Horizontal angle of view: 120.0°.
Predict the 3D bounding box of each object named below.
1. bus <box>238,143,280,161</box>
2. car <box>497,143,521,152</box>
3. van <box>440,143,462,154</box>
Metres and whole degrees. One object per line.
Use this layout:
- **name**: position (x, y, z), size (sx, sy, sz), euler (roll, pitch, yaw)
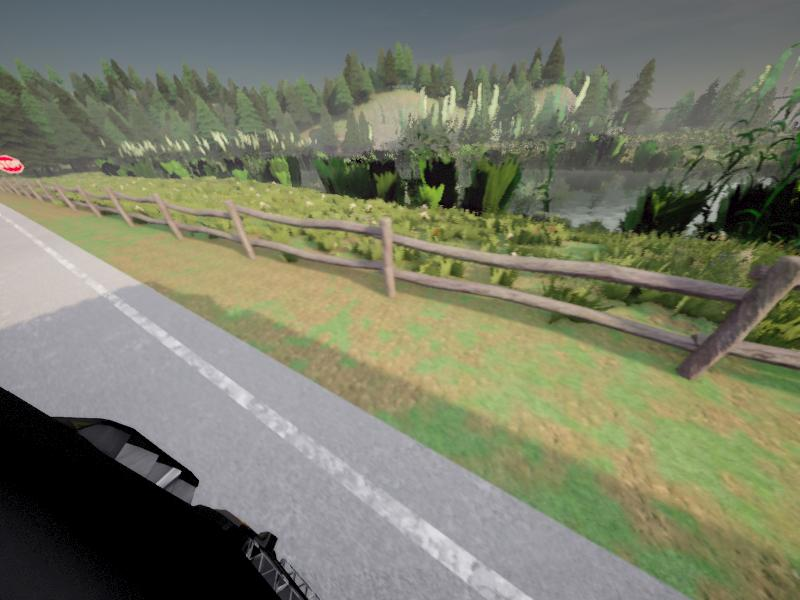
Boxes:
- **bus**: position (-42.827, -45.195, 70.475), size (10.273, 4.253, 3.944), euler (7, 35, 15)
- **car**: position (23.473, -32.802, 49.747), size (4.181, 1.385, 1.994), euler (15, 38, 24)
- **van**: position (12.060, -35.916, 54.669), size (4.442, 1.987, 1.775), euler (14, 37, 23)
